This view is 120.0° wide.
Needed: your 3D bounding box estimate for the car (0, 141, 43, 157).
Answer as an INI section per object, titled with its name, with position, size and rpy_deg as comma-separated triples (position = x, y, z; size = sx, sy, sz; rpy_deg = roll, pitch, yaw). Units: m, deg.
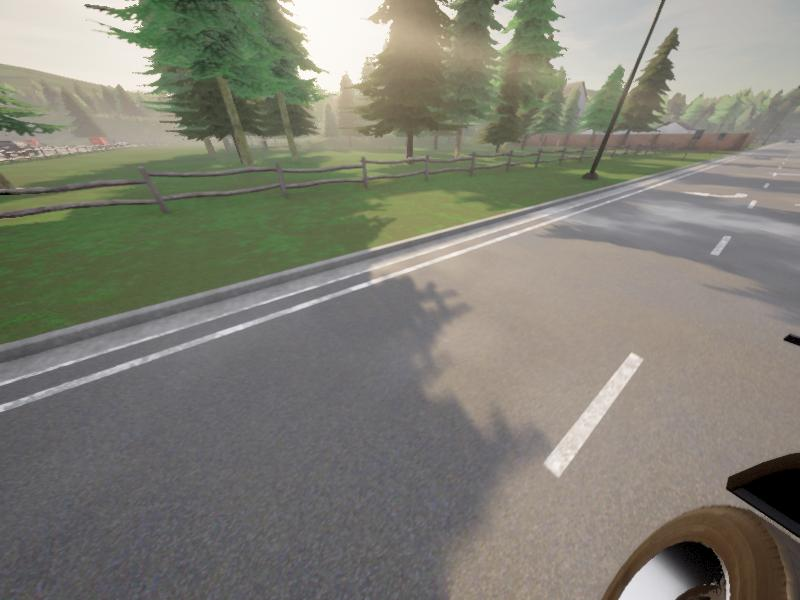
[car]
position = -60.797, -24.105, 36.778
size = 2.150, 2.045, 5.566
rpy_deg = -22, 40, -27
